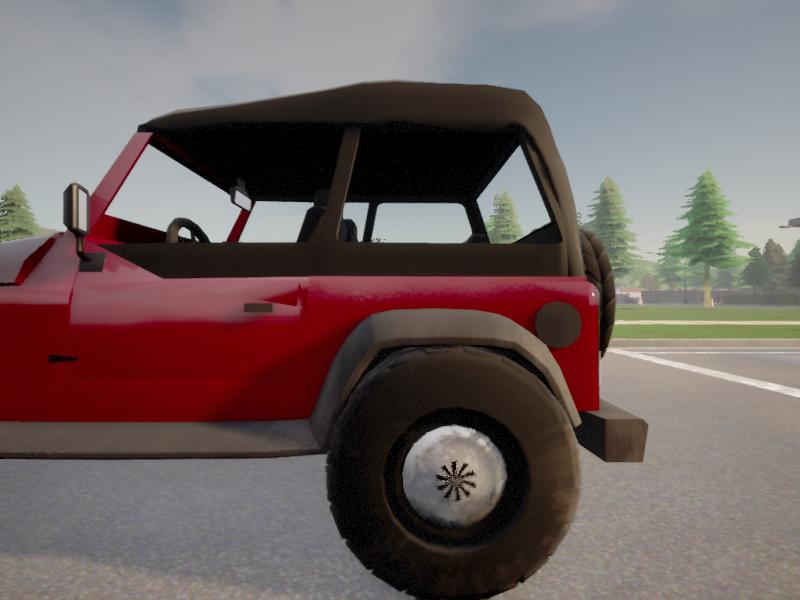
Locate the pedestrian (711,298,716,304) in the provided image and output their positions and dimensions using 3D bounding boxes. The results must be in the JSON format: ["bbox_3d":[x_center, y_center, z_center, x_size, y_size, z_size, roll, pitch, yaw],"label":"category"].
[{"bbox_3d":[63.098,0.227,80.456,0.500,1.100,0.500,0,0,-1],"label":"pedestrian"}]

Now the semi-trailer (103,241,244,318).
[{"bbox_3d":[-15.782,-1.209,30.129,2.717,4.402,14.254,0,0,-1],"label":"semi-trailer"}]

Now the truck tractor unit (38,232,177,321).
[{"bbox_3d":[-15.671,-1.105,22.217,3.053,4.208,6.516,0,0,-1],"label":"truck tractor unit"}]

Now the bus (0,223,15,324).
[{"bbox_3d":[-19.404,-1.123,12.657,3.944,4.253,10.273,0,0,6],"label":"bus"}]

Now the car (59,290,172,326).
[{"bbox_3d":[-12.097,0.314,17.424,1.994,1.385,4.181,0,0,-1],"label":"car"}]

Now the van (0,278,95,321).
[{"bbox_3d":[-19.157,-0.018,21.526,2.069,2.038,4.480,0,0,-1],"label":"van"}]

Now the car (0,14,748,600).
[{"bbox_3d":[-0.846,0.047,2.200,3.866,1.878,1.905,0,0,0],"label":"car"}]

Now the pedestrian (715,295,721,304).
[{"bbox_3d":[63.692,-0.154,80.151,0.751,1.860,0.751,0,0,-1],"label":"pedestrian"}]
